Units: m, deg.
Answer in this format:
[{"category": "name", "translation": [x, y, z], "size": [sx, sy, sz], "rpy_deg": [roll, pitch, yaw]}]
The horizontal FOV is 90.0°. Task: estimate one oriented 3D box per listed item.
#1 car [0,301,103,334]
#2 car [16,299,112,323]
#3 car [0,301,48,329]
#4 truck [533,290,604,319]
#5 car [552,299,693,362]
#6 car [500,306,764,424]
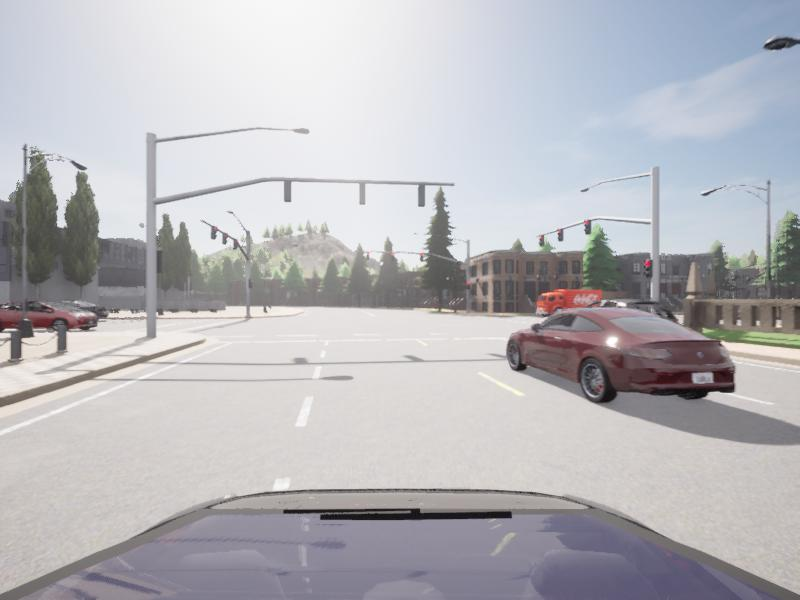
[{"category": "car", "translation": [-17.834, 0.829, 19.920], "size": [4.514, 1.525, 2.007], "rpy_deg": [0, 0, -7]}, {"category": "car", "translation": [-24.674, 0.771, 29.566], "size": [5.238, 1.638, 1.930], "rpy_deg": [0, 0, -9]}, {"category": "car", "translation": [-23.481, 0.827, 22.666], "size": [4.974, 1.542, 2.038], "rpy_deg": [0, 0, -9]}, {"category": "truck", "translation": [14.930, 0.354, 35.577], "size": [5.204, 2.467, 2.627], "rpy_deg": [0, 0, -9]}, {"category": "car", "translation": [6.544, 0.788, 12.382], "size": [1.851, 1.617, 3.988], "rpy_deg": [0, 0, -6]}, {"category": "car", "translation": [3.669, 0.870, 7.572], "size": [1.812, 1.442, 4.674], "rpy_deg": [0, 0, -9]}]
